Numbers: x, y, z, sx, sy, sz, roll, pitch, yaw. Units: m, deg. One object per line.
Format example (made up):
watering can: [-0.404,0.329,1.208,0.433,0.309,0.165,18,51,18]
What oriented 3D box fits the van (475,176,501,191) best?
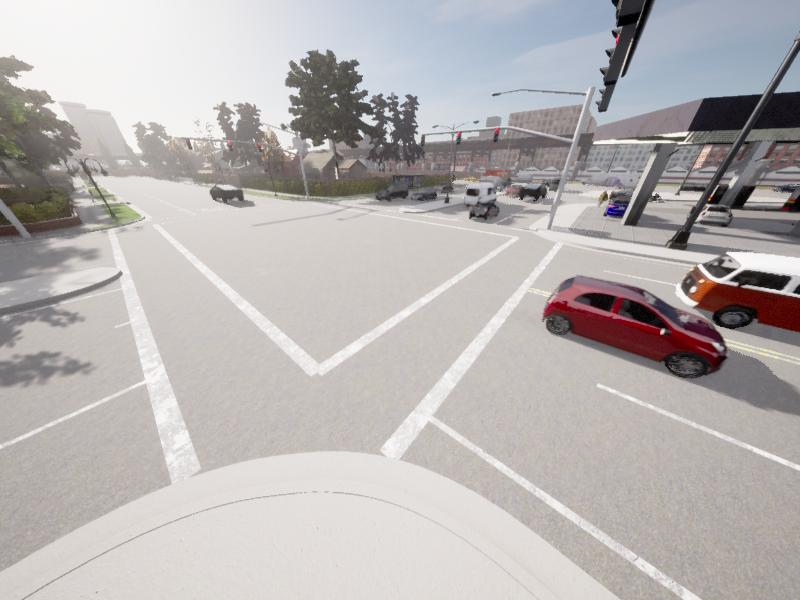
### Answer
van: [18.212,-24.052,47.637,2.351,2.431,6.366,22,37,33]

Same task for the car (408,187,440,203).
car: [3.439,-14.781,32.378,2.033,1.649,4.856,22,37,33]

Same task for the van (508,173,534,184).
van: [35.221,-35.496,67.303,5.915,2.561,1.988,23,37,34]

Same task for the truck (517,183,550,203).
truck: [19.323,-15.578,33.286,2.390,2.098,6.274,23,37,34]

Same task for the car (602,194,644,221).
car: [21.088,-8.924,21.955,2.242,1.667,4.611,23,37,34]

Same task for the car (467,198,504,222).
car: [7.982,-8.459,21.528,1.845,1.501,3.633,22,37,34]

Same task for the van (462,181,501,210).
van: [10.007,-12.839,28.105,1.988,2.561,5.915,22,37,33]

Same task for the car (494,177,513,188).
car: [24.176,-27.470,53.944,2.150,2.045,5.566,22,37,34]

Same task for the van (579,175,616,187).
van: [48.926,-29.710,57.429,6.366,2.431,2.351,23,37,34]

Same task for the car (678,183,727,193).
car: [57.169,-21.263,43.825,5.357,1.411,2.033,23,37,34]

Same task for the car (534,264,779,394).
car: [5.989,0.423,6.145,3.633,1.501,1.845,22,36,33]

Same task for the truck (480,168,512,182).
truck: [30.678,-40.214,74.225,8.468,3.827,2.891,23,37,34]

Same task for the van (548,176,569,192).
van: [31.370,-23.007,45.718,1.988,2.561,5.915,22,37,34]

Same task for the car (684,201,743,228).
car: [25.999,-7.245,19.370,1.970,1.475,3.806,23,37,34]

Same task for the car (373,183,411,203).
car: [-0.992,-15.051,32.429,2.150,2.045,5.566,22,37,33]

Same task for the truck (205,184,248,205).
truck: [-23.560,-14.423,31.287,6.274,2.098,2.390,22,37,33]

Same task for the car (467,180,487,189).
car: [17.286,-25.861,51.592,2.152,1.651,5.027,23,36,33]

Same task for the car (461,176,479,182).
car: [23.076,-40.113,76.340,5.366,1.575,1.801,23,37,34]

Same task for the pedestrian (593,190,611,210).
pedestrian: [21.730,-10.765,24.838,0.751,1.860,0.751,-25,38,-36]

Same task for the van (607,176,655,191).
van: [46.873,-23.726,47.063,6.366,2.431,2.351,23,37,34]

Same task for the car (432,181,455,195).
car: [7.842,-20.319,41.716,1.932,1.855,4.605,23,37,34]

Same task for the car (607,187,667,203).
car: [32.329,-14.448,31.789,5.238,1.638,1.930,12,32,19]

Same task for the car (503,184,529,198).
car: [19.130,-17.994,37.951,2.152,1.651,5.027,23,37,34]

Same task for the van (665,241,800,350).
van: [11.201,0.003,6.366,4.480,2.038,2.069,22,36,32]
